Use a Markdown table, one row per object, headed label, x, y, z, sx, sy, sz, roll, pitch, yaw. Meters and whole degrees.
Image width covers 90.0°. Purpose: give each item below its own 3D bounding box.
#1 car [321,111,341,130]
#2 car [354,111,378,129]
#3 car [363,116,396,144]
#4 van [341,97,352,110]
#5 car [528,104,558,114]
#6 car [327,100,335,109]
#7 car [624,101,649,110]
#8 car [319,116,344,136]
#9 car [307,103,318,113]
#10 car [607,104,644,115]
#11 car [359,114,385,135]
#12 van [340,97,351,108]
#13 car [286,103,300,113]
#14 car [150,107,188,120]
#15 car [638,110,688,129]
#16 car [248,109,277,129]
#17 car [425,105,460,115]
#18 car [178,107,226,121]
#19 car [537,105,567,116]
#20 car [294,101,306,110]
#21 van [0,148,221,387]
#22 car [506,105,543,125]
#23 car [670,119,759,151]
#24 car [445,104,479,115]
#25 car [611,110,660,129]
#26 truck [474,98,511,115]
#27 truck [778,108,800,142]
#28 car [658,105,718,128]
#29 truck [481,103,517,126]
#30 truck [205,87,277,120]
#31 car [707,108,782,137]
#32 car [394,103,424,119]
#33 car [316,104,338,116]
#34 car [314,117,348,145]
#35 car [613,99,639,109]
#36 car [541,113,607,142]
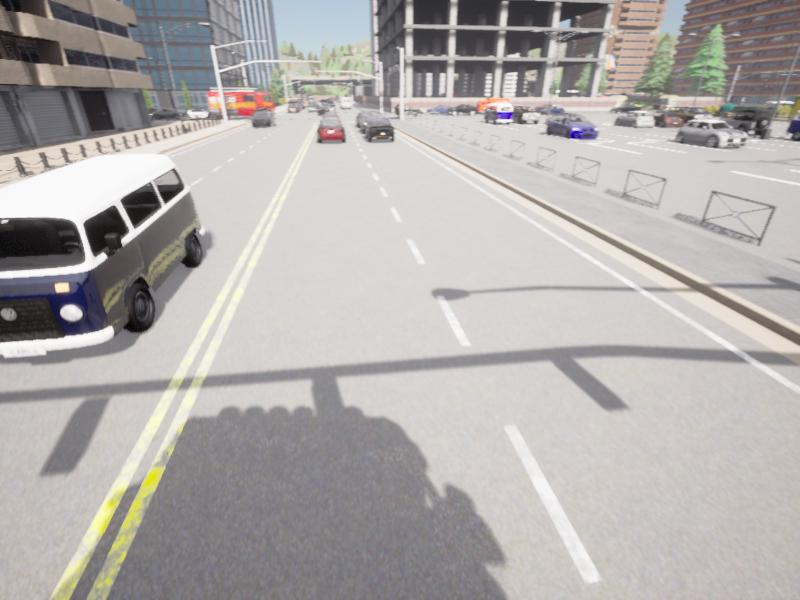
| label | x | y | z | sx | sy | sz | roll | pitch | yaw |
| --- | --- | --- | --- | --- | --- | --- | --- | --- | --- |
| car | -7.035 | -18.388 | 40.878 | 1.812 | 1.442 | 4.674 | -4 | 27 | -8 |
| car | -3.657 | -18.875 | 41.874 | 2.033 | 1.411 | 5.357 | -4 | 27 | -8 |
| car | -1.579 | -12.738 | 29.759 | 1.882 | 1.535 | 5.008 | -4 | 27 | -8 |
| van | -12.479 | -45.653 | 92.905 | 2.351 | 2.431 | 6.366 | -4 | 27 | -8 |
| car | 24.275 | -32.474 | 68.072 | 4.193 | 1.474 | 1.816 | -4 | 27 | -8 |
| car | -17.055 | -48.483 | 99.043 | 1.932 | 1.855 | 4.605 | -4 | 27 | -8 |
| car | 50.389 | -41.534 | 85.293 | 3.988 | 1.617 | 1.851 | -4 | 27 | -8 |
| car | -5.974 | -15.176 | 34.783 | 1.895 | 1.301 | 4.718 | -4 | 27 | -8 |
| car | -16.839 | -37.113 | 77.277 | 1.851 | 1.617 | 3.988 | -4 | 27 | -8 |
| car | 37.555 | -31.845 | 66.756 | 5.008 | 1.535 | 1.882 | -4 | 27 | -8 |
| car | -2.564 | -15.619 | 35.475 | 1.812 | 1.442 | 4.674 | -4 | 27 | -8 |
| van | -13.920 | -49.949 | 101.277 | 2.351 | 2.431 | 6.366 | -4 | 27 | -8 |
| car | -20.032 | -36.132 | 75.246 | 2.033 | 1.649 | 4.856 | -4 | 27 | -8 |
| car | -30.982 | -25.047 | 53.817 | 3.806 | 1.475 | 1.970 | -4 | 27 | -8 |
| car | 25.557 | -17.705 | 39.115 | 1.784 | 1.438 | 3.905 | -4 | 27 | -8 |
| car | -14.147 | -18.800 | 41.481 | 1.930 | 1.638 | 5.238 | -4 | 28 | -7 |
| car | 6.991 | -31.228 | 65.673 | 5.357 | 1.411 | 2.033 | -4 | 27 | -8 |
| car | -25.304 | -23.862 | 51.360 | 4.974 | 1.542 | 2.038 | -3 | 27 | -6 |
| car | 24.691 | -30.846 | 65.000 | 3.806 | 1.475 | 1.970 | -4 | 27 | -8 |
| car | -22.725 | -44.164 | 90.897 | 2.033 | 1.649 | 4.856 | -4 | 27 | -8 |
| van | -4.636 | -0.960 | 6.252 | 2.069 | 2.038 | 4.480 | -4 | 29 | -8 |
| car | 13.317 | -20.024 | 43.199 | 1.932 | 1.855 | 4.605 | -4 | 27 | -8 |
| car | 19.221 | -10.264 | 24.707 | 1.970 | 1.475 | 3.806 | -4 | 27 | -8 |
| car | 9.753 | -29.930 | 62.841 | 4.892 | 1.490 | 1.837 | -4 | 27 | -8 |
| car | 22.693 | -17.479 | 38.751 | 1.970 | 1.475 | 3.806 | -4 | 27 | -8 |
| truck | 15.334 | -32.266 | 66.606 | 5.204 | 2.467 | 2.627 | -4 | 27 | -8 |
| truck | 27.800 | -11.173 | 25.719 | 2.069 | 2.038 | 4.478 | -4 | 27 | -8 |
| car | 28.203 | -18.099 | 39.415 | 1.932 | 1.855 | 4.605 | -4 | 27 | -8 |
| truck | 10.464 | -19.878 | 42.715 | 2.069 | 2.038 | 4.478 | -4 | 27 | -8 |
| truck | -21.571 | -26.916 | 54.829 | 8.468 | 3.827 | 2.891 | -7 | 28 | -14 |
| car | 26.849 | -13.967 | 31.376 | 1.905 | 1.878 | 3.866 | -4 | 27 | -8 |
| car | 1.202 | -26.122 | 55.305 | 3.866 | 1.878 | 1.905 | -4 | 27 | -8 |
| car | -11.870 | -31.166 | 65.615 | 2.038 | 1.542 | 4.974 | 3 | 27 | 7 |
| car | -5.012 | -12.383 | 29.138 | 2.163 | 1.488 | 4.792 | -4 | 27 | -8 |
| car | 50.383 | -43.752 | 89.244 | 4.605 | 1.855 | 1.932 | -4 | 27 | -8 |
| car | 12.705 | -12.850 | 29.600 | 2.242 | 1.667 | 4.611 | -4 | 27 | -8 |
